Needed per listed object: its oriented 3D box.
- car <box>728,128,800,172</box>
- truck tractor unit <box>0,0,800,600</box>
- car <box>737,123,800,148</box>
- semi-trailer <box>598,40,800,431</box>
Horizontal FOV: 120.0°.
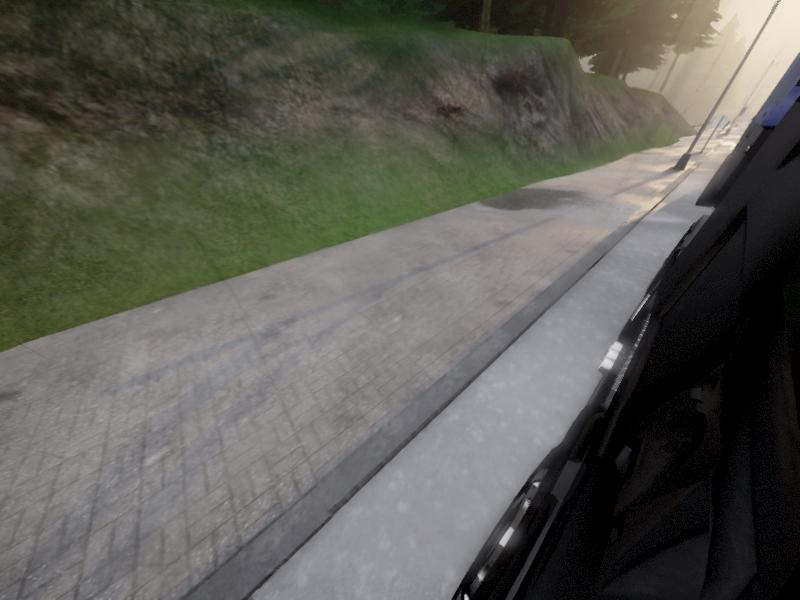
[{"bbox_3d":[19.245,-7.902,12.007,5.008,1.535,1.882,-27,43,-30],"label":"car"},{"bbox_3d":[2.645,-0.295,0.352,6.516,4.208,3.053,-28,44,-30],"label":"truck tractor unit"},{"bbox_3d":[32.268,-14.005,19.599,4.514,1.525,2.007,-10,37,-10],"label":"car"},{"bbox_3d":[8.702,-3.573,4.267,14.254,4.402,2.717,-28,44,-30],"label":"semi-trailer"}]
